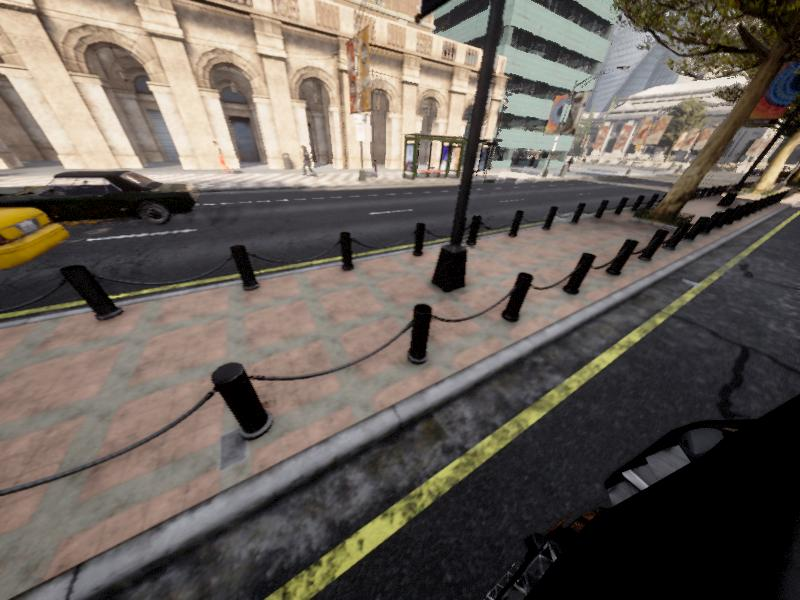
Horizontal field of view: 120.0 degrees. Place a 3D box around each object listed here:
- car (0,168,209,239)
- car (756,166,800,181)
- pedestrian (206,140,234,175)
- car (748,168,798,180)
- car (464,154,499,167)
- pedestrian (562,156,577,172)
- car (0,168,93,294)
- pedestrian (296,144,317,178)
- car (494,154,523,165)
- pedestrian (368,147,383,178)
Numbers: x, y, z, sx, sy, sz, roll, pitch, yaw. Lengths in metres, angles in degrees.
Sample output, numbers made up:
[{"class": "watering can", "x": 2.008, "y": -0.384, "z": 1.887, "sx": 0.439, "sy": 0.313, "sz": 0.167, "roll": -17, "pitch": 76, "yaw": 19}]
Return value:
[{"class": "car", "x": -8.505, "y": -2.805, "z": 6.359, "sx": 4.718, "sy": 1.301, "sz": 1.895, "roll": -16, "pitch": 38, "yaw": -26}, {"class": "car", "x": 68.259, "y": -22.599, "z": 41.191, "sx": 1.932, "sy": 1.855, "sz": 4.605, "roll": -16, "pitch": 38, "yaw": -26}, {"class": "pedestrian", "x": -11.401, "y": -9.051, "z": 14.690, "sx": 0.751, "sy": 1.860, "sz": 0.751, "roll": -13, "pitch": 37, "yaw": -22}, {"class": "car", "x": 70.580, "y": -24.001, "z": 43.825, "sx": 2.163, "sy": 1.488, "sz": 4.792, "roll": -16, "pitch": 38, "yaw": -26}, {"class": "car", "x": 12.422, "y": -21.356, "z": 35.399, "sx": 4.786, "sy": 1.482, "sz": 2.161, "roll": -16, "pitch": 38, "yaw": -26}, {"class": "pedestrian", "x": 23.042, "y": -18.489, "z": 31.389, "sx": 0.751, "sy": 1.860, "sz": 0.751, "roll": -13, "pitch": 37, "yaw": -22}, {"class": "car", "x": -8.614, "y": -0.648, "z": 2.856, "sx": 5.366, "sy": 1.575, "sz": 1.801, "roll": -16, "pitch": 38, "yaw": -26}, {"class": "pedestrian", "x": -6.077, "y": -9.031, "z": 15.053, "sx": 0.751, "sy": 1.860, "sz": 0.751, "roll": -18, "pitch": 39, "yaw": -29}, {"class": "car", "x": 20.371, "y": -26.323, "z": 43.365, "sx": 4.902, "sy": 1.511, "sz": 2.128, "roll": -16, "pitch": 38, "yaw": -26}, {"class": "pedestrian", "x": -1.750, "y": -9.829, "z": 16.568, "sx": 0.751, "sy": 1.860, "sz": 0.751, "roll": -16, "pitch": 38, "yaw": -26}]
